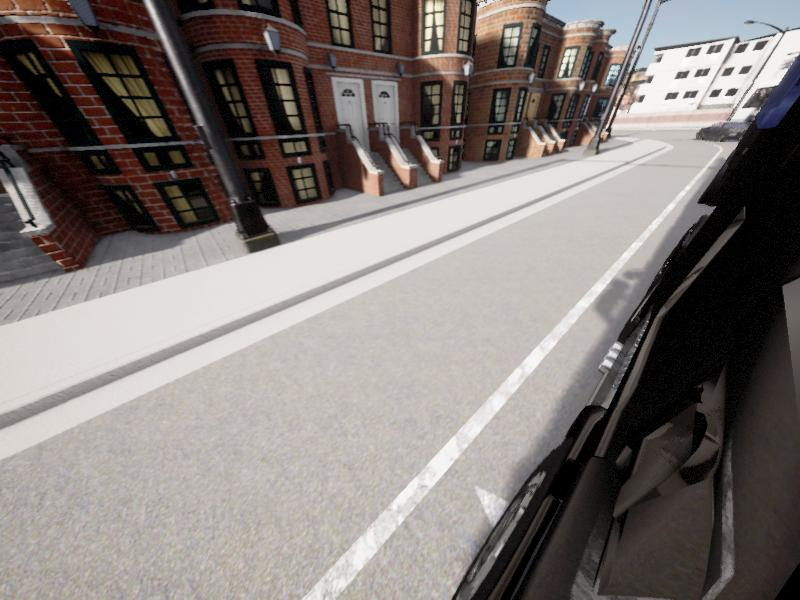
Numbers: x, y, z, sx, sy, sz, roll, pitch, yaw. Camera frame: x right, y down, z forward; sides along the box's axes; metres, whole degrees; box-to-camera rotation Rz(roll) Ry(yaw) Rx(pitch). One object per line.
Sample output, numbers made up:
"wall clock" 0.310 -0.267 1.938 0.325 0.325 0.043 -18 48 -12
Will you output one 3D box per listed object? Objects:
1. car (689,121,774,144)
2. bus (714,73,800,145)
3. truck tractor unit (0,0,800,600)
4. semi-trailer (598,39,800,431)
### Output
"car" 29.001 -14.969 20.546 2.033 1.411 5.357 13 40 20
"bus" 32.202 -15.068 18.087 3.944 4.253 10.273 12 39 18
"truck tractor unit" 2.645 -0.295 0.352 6.516 4.208 3.053 -28 44 -30
"semi-trailer" 8.703 -3.609 4.214 14.254 4.402 2.717 -28 44 -30
